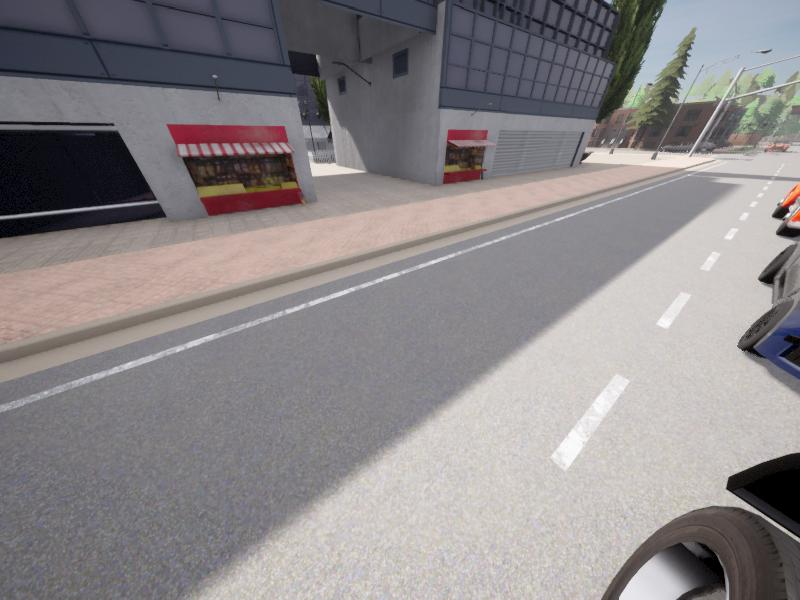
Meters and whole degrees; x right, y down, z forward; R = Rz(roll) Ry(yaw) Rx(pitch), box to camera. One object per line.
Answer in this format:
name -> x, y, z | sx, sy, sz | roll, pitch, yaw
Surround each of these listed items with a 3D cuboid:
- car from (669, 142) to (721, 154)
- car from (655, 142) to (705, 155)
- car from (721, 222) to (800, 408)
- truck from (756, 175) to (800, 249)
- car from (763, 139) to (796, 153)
car -> 47.253, -24.545, 37.151 | 2.163, 1.488, 4.792 | -22, 41, -28
car -> 43.760, -23.875, 36.244 | 2.007, 1.525, 4.514 | -22, 41, -28
car -> 6.271, -0.084, 2.552 | 4.611, 1.667, 2.242 | -22, 41, -28
truck -> 12.235, -2.831, 5.705 | 5.204, 2.467, 2.627 | -22, 41, -28
car -> 61.967, -25.205, 37.716 | 4.553, 1.767, 2.097 | -22, 41, -28
